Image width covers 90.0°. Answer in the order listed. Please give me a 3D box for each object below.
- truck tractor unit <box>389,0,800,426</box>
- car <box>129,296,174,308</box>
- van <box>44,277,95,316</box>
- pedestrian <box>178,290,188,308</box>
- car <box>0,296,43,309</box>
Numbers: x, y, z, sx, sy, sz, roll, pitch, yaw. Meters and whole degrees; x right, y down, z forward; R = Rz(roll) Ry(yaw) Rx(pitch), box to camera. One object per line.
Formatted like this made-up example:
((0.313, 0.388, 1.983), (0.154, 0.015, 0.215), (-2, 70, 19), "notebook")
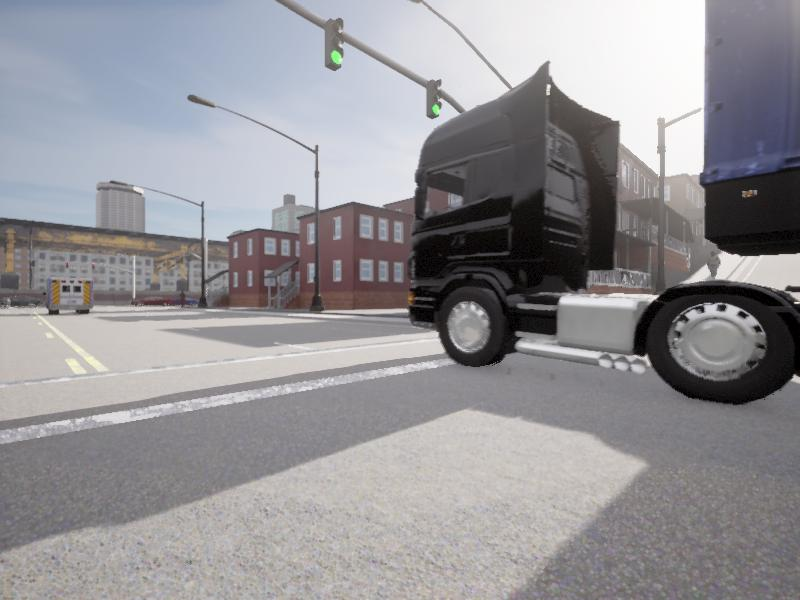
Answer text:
((3.174, -1.127, 5.326), (3.053, 4.208, 6.516), (0, 1, -44), "truck tractor unit")
((-34.382, 0.238, 55.479), (1.882, 1.535, 5.008), (0, 0, 42), "car")
((-23.581, -0.210, 28.417), (2.351, 2.431, 6.366), (0, 0, -44), "van")
((-22.109, -0.106, 40.728), (0.751, 1.860, 0.751), (0, 0, -38), "pedestrian")
((-46.894, 0.268, 48.845), (4.892, 1.490, 1.837), (0, 0, -44), "car")
